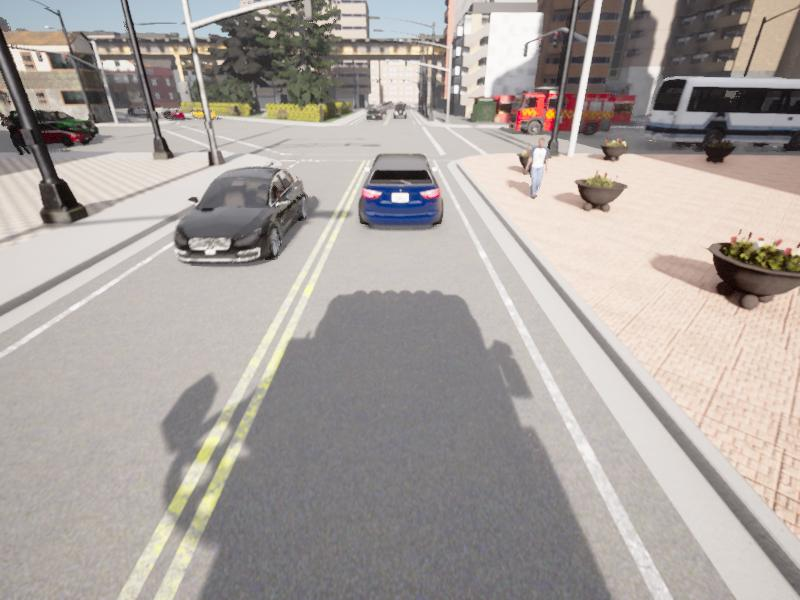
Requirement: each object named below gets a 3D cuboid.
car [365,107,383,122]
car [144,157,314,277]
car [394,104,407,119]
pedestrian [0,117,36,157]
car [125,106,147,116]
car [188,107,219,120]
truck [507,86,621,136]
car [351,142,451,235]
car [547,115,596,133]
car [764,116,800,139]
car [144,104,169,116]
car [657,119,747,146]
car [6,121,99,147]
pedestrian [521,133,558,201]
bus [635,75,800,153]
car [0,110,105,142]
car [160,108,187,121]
[{"bbox_3d":[-3.476,-25.280,54.421,2.152,1.651,5.027,0,27,0],"label":"car"},{"bbox_3d":[-3.474,-2.217,9.381,1.837,1.490,4.892,0,27,0],"label":"car"},{"bbox_3d":[0.021,-28.165,59.776,1.905,1.878,3.866,0,27,0],"label":"car"},{"bbox_3d":[-20.143,-8.560,21.011,0.751,1.860,0.751,-4,27,-7],"label":"pedestrian"},{"bbox_3d":[-44.755,-32.019,67.787,3.806,1.475,1.970,24,36,39],"label":"car"},{"bbox_3d":[-28.511,-27.060,57.973,5.366,1.575,1.801,24,36,39],"label":"car"},{"bbox_3d":[14.416,-16.911,35.875,8.468,3.827,2.891,0,27,-1],"label":"truck"},{"bbox_3d":[0.026,-3.384,11.477,2.242,1.667,4.611,0,27,0],"label":"car"},{"bbox_3d":[16.890,-17.438,39.542,3.806,1.475,1.970,0,27,-1],"label":"car"},{"bbox_3d":[36.769,-15.814,36.624,4.553,1.767,2.097,1,27,-1],"label":"car"},{"bbox_3d":[-43.012,-33.535,70.596,5.027,1.651,2.152,24,36,38],"label":"car"},{"bbox_3d":[22.690,-12.687,30.228,4.856,1.649,2.033,1,27,-1],"label":"car"},{"bbox_3d":[-23.112,-11.115,26.738,4.193,1.474,1.816,0,27,0],"label":"car"},{"bbox_3d":[4.209,-4.047,12.183,0.751,1.860,0.751,5,28,10],"label":"pedestrian"},{"bbox_3d":[22.341,-12.316,26.607,10.273,4.253,3.944,1,27,-1],"label":"bus"},{"bbox_3d":[-25.776,-12.981,29.734,5.566,2.045,2.150,0,27,-1],"label":"car"},{"bbox_3d":[-32.162,-26.381,56.741,3.806,1.475,1.970,24,36,39],"label":"car"}]
